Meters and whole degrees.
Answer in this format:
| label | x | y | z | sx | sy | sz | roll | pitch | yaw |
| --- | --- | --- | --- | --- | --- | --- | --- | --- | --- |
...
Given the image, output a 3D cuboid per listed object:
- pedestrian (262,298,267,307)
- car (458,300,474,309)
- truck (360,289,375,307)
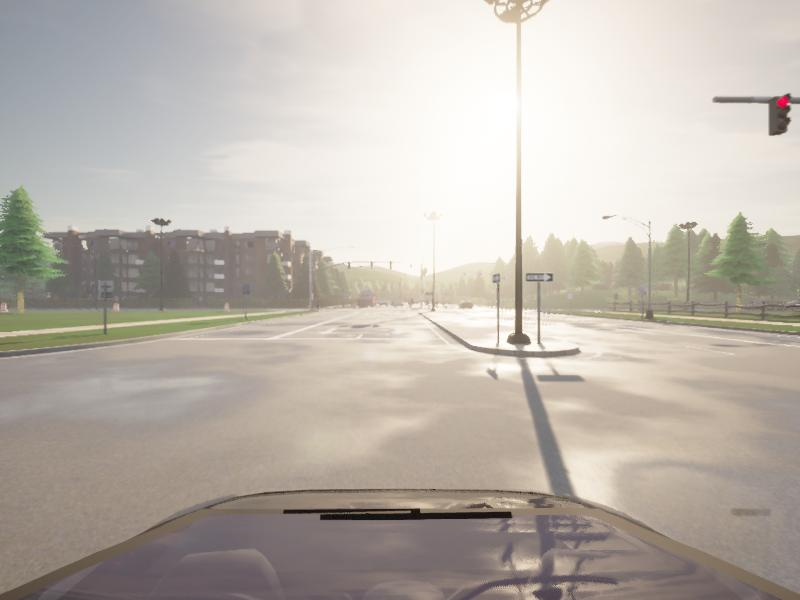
| label | x | y | z | sx | sy | sz | roll | pitch | yaw |
| --- | --- | --- | --- | --- | --- | --- | --- | --- | --- |
| pedestrian | -25.654 | 0.479 | 75.640 | 0.751 | 1.860 | 0.751 | 0 | 0 | 2 |
| car | 11.495 | 0.766 | 69.973 | 1.930 | 1.638 | 5.238 | 0 | 0 | 0 |
| truck | -7.190 | -0.327 | 88.999 | 2.891 | 3.827 | 8.468 | 0 | 0 | -1 |
